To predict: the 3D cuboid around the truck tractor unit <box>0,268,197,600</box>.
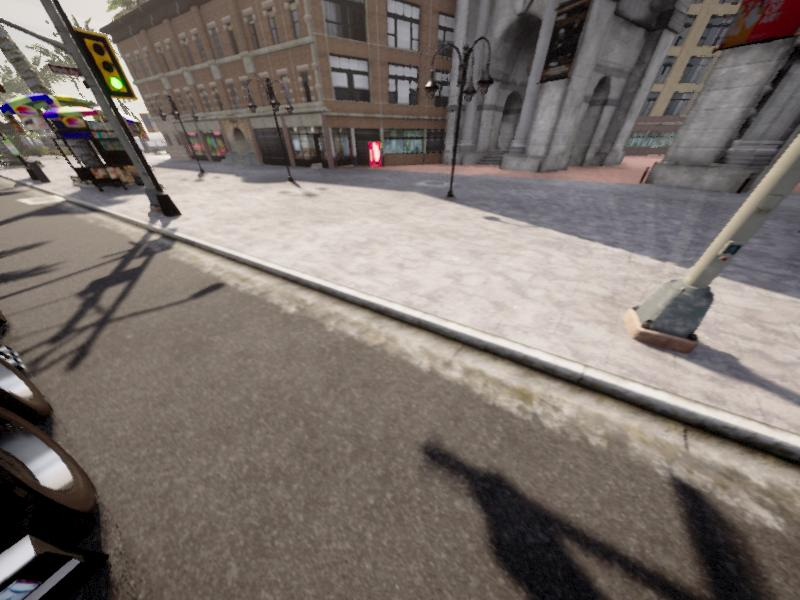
[{"bbox_3d":[-5.117,-0.294,0.774,6.516,4.208,3.053,18,39,24],"label":"truck tractor unit"}]
